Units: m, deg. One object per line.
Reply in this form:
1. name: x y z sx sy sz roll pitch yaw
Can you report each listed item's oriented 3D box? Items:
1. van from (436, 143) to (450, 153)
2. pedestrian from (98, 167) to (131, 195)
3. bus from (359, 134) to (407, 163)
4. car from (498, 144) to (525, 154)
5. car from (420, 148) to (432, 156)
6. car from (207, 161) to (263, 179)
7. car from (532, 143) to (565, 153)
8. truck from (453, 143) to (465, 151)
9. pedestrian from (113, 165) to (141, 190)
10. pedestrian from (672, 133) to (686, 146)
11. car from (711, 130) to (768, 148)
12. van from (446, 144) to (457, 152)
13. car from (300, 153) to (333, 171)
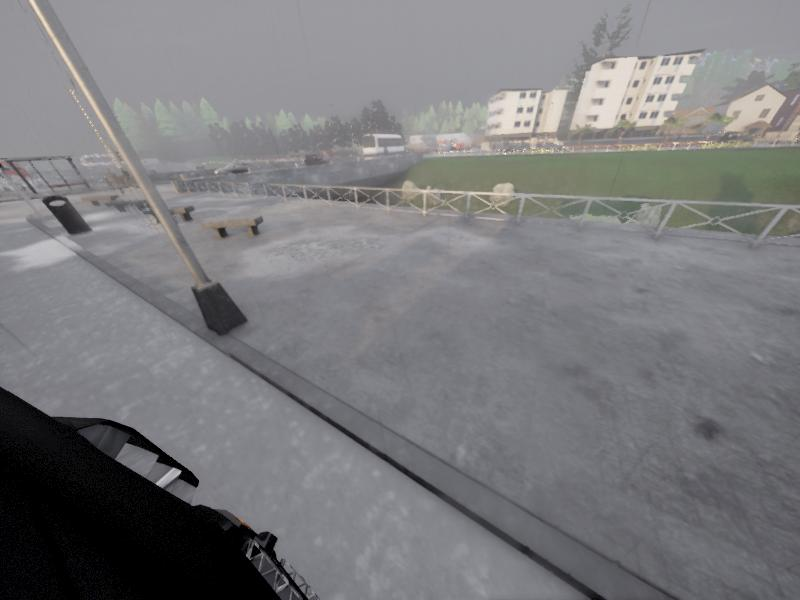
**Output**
1. van: 14.026 -49.651 75.547 2.351 2.431 6.366 16 38 26
2. pedestrian: -22.322 -9.335 18.099 0.751 1.860 0.751 16 38 26
3. bus: -2.983 -29.597 45.003 3.944 4.253 10.273 16 38 26
4. car: 24.322 -32.968 50.417 4.892 1.490 1.837 17 38 27
5. car: 6.650 -37.694 58.899 1.789 1.549 3.705 16 38 26
6. car: -19.950 -15.935 28.226 2.128 1.511 4.902 17 38 27
7. car: 30.419 -31.242 47.419 5.357 1.411 2.033 16 38 26
8. truck: 22.260 -57.713 87.022 2.627 2.467 5.204 16 38 26
9. pedestrian: -24.637 -11.057 20.880 0.751 1.860 0.751 15 38 25
10. pedestrian: 50.359 -28.963 41.740 0.751 1.860 0.751 16 38 26
11. car: 49.303 -23.424 33.674 3.866 1.878 1.905 16 38 26
12. van: 18.199 -53.552 81.464 2.069 2.038 4.480 16 38 26
13. car: -11.798 -19.782 33.041 1.905 1.878 3.866 16 38 26
